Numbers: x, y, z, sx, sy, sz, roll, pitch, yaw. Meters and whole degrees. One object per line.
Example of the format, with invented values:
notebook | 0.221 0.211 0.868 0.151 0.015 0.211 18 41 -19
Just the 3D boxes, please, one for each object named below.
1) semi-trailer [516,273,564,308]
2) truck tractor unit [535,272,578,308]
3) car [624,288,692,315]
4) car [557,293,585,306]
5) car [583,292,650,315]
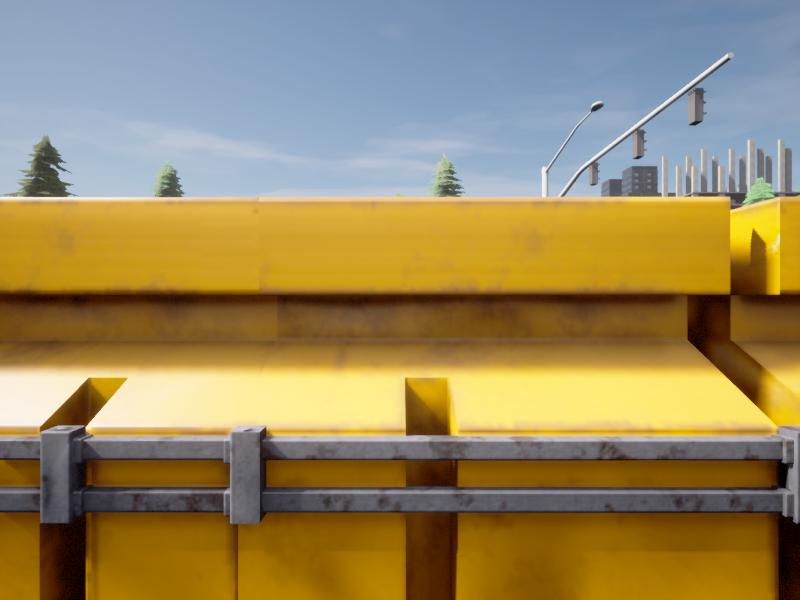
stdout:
semi-trailer | 19.620 -1.223 57.389 2.717 4.402 14.254 0 0 3
truck tractor unit | 19.182 -1.122 49.487 3.053 4.208 6.516 0 0 3
car | 18.474 0.091 28.975 2.097 1.767 4.553 0 0 2
car | 26.517 -0.043 62.375 2.150 2.045 5.566 0 -1 2
car | 14.937 0.233 27.992 2.128 1.511 4.902 0 0 2
